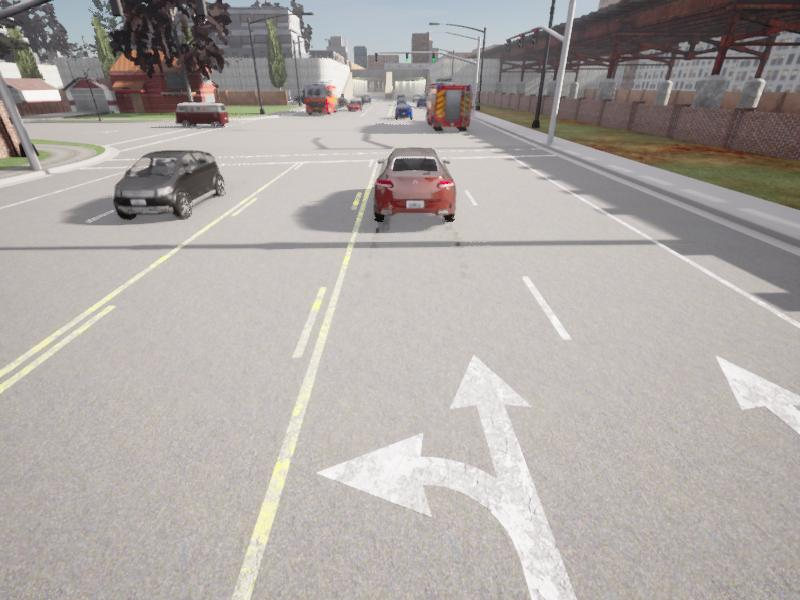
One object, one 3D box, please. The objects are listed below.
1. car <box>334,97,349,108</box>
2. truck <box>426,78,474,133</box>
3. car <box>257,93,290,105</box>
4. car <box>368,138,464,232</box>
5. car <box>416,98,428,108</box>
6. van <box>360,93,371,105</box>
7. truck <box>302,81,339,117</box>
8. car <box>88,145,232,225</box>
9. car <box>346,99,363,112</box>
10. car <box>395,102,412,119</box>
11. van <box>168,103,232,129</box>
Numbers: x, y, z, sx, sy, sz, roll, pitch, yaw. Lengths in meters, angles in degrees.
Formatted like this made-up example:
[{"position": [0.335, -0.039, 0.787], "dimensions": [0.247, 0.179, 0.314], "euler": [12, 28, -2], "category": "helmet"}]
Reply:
[{"position": [-10.150, -34.437, 69.786], "dimensions": [1.837, 1.490, 4.892], "euler": [0, 28, 0], "category": "car"}, {"position": [4.101, -17.186, 35.060], "dimensions": [2.891, 3.827, 8.468], "euler": [-1, 28, -1], "category": "truck"}, {"position": [-24.926, -39.544, 78.797], "dimensions": [5.566, 2.045, 2.150], "euler": [0, 28, -1], "category": "car"}, {"position": [0.405, -3.561, 11.648], "dimensions": [2.152, 1.651, 5.027], "euler": [0, 27, 1], "category": "car"}, {"position": [3.852, -34.319, 69.587], "dimensions": [1.812, 1.442, 4.674], "euler": [0, 28, 0], "category": "car"}, {"position": [-6.684, -39.648, 78.992], "dimensions": [1.775, 1.987, 4.442], "euler": [0, 28, 0], "category": "van"}, {"position": [-10.059, -26.034, 51.629], "dimensions": [2.891, 3.827, 8.468], "euler": [0, 28, 0], "category": "truck"}, {"position": [-6.549, -3.448, 11.528], "dimensions": [1.789, 1.549, 3.705], "euler": [0, 27, -1], "category": "car"}, {"position": [-6.610, -28.617, 58.880], "dimensions": [2.007, 1.525, 4.514], "euler": [0, 28, 0], "category": "car"}, {"position": [0.420, -22.216, 46.892], "dimensions": [1.882, 1.535, 5.008], "euler": [0, 28, 0], "category": "car"}, {"position": [-17.809, -16.486, 35.761], "dimensions": [4.442, 1.987, 1.775], "euler": [-1, 28, -1], "category": "van"}]
